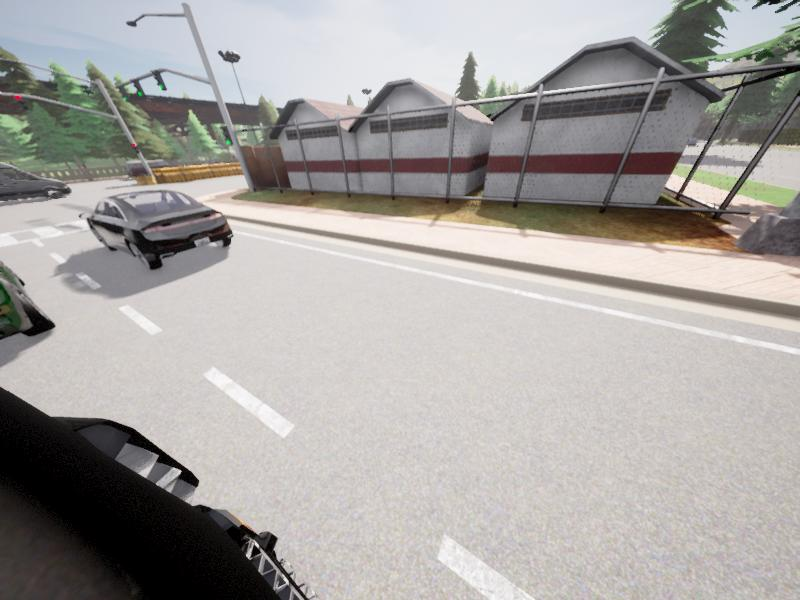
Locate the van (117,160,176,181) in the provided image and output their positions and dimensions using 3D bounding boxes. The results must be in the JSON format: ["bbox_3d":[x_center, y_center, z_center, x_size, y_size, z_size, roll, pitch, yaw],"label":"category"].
[{"bbox_3d":[-32.744,-16.967,30.074,1.775,1.987,4.442,15,37,24],"label":"van"}]

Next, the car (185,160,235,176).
[{"bbox_3d":[-26.903,-18.905,32.982,2.128,1.511,4.902,15,37,24],"label":"car"}]

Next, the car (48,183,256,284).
[{"bbox_3d":[-6.624,-2.101,6.213,4.902,1.511,2.128,16,38,26],"label":"car"}]

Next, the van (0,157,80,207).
[{"bbox_3d":[-26.415,-7.535,14.925,1.988,2.561,5.915,15,37,24],"label":"van"}]

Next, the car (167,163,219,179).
[{"bbox_3d":[-25.635,-16.089,28.783,1.994,1.385,4.181,15,37,24],"label":"car"}]

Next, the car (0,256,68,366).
[{"bbox_3d":[-7.429,-0.206,3.170,4.553,1.767,2.097,16,38,26],"label":"car"}]
